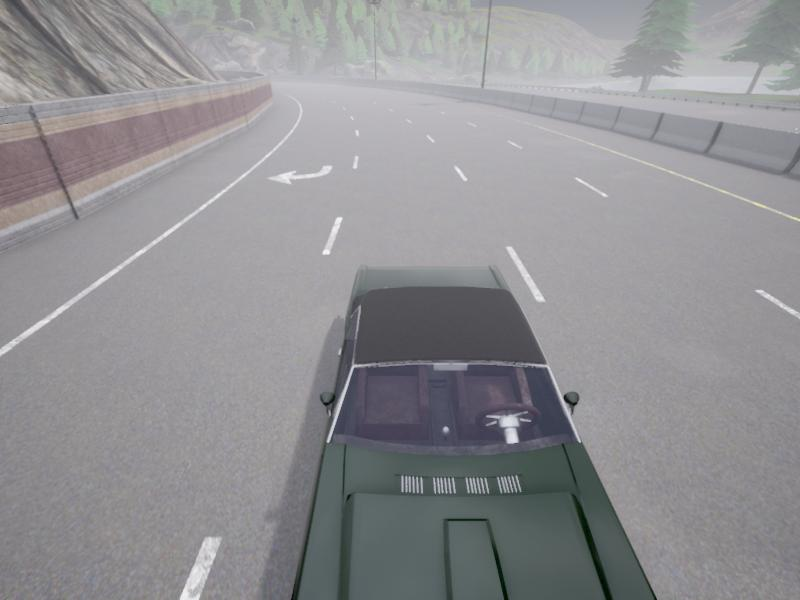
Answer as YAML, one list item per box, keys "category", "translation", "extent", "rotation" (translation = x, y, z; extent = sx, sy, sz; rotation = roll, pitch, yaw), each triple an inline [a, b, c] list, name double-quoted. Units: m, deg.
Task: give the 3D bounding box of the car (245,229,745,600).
- category: "car"
  translation: [0.358, 0.882, 3.232]
  extent: [1.895, 1.301, 4.718]
  rotation: [0, 30, 0]
